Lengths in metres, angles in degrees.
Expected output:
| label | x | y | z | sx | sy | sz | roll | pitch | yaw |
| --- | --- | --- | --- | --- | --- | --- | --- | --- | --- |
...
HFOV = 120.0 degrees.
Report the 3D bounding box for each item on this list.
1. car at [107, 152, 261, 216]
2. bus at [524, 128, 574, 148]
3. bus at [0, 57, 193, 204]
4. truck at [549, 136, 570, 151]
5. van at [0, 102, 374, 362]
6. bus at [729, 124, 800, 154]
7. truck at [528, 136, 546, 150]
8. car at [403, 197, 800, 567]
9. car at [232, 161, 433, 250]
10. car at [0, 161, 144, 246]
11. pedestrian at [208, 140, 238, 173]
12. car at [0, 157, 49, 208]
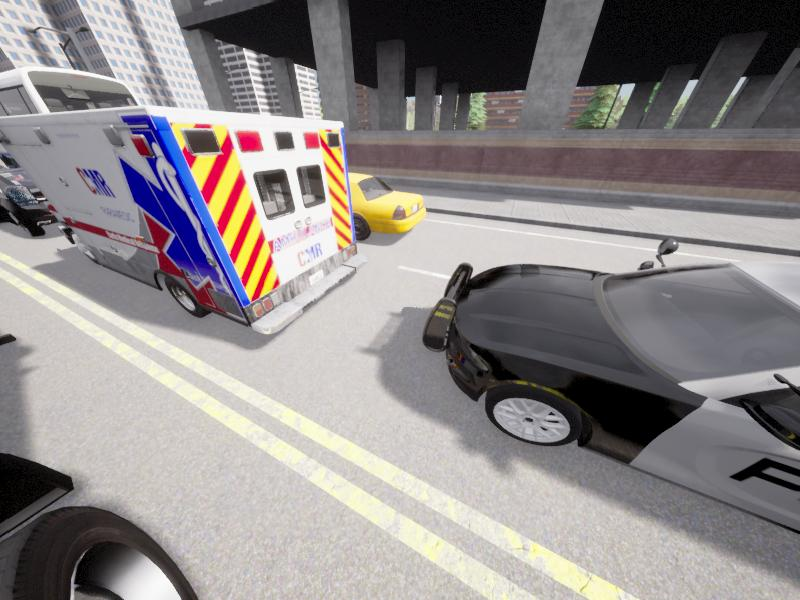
| label | x | y | z | sx | sy | sz | roll | pitch | yaw |
| --- | --- | --- | --- | --- | --- | --- | --- | --- | --- |
| car | -8.368 | -4.745 | 9.139 | 4.611 | 1.667 | 2.242 | 15 | 38 | 20 |
| bus | 40.056 | -43.784 | 62.584 | 10.273 | 4.253 | 3.944 | 15 | 38 | 20 |
| bus | -16.462 | -7.904 | 11.327 | 10.273 | 4.253 | 3.944 | 15 | 38 | 20 |
| truck | 33.407 | -32.965 | 48.470 | 2.615 | 2.467 | 5.204 | 15 | 38 | 20 |
| van | -3.894 | -1.629 | 4.092 | 6.366 | 2.431 | 2.351 | 15 | 38 | 20 |
| bus | 69.517 | -30.367 | 43.647 | 3.944 | 4.253 | 10.273 | 18 | 39 | 23 |
| truck | 29.498 | -34.024 | 49.947 | 2.615 | 2.467 | 5.204 | 15 | 38 | 20 |
| car | 2.812 | 0.500 | 1.799 | 5.238 | 1.638 | 1.930 | 15 | 38 | 20 |
| car | -1.941 | -2.977 | 6.752 | 5.366 | 1.575 | 1.801 | 15 | 38 | 20 |
| car | -10.799 | -3.111 | 6.945 | 4.902 | 1.511 | 2.128 | 15 | 38 | 20 |
| pedestrian | -12.202 | -9.910 | 15.971 | 0.751 | 1.860 | 0.751 | 16 | 38 | 21 |
| car | -16.633 | -4.701 | 9.124 | 3.705 | 1.549 | 1.789 | 15 | 38 | 20 |
